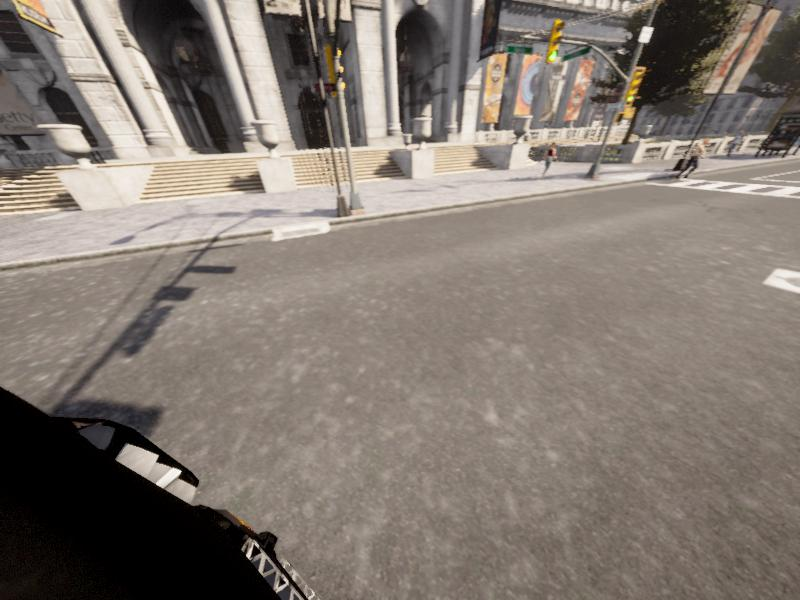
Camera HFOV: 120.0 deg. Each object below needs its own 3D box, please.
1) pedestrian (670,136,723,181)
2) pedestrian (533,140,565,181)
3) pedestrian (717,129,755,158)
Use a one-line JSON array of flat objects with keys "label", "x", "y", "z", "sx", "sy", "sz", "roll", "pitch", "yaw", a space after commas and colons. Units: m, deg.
[{"label": "pedestrian", "x": 14.989, "y": -7.164, "z": 11.750, "sx": 0.751, "sy": 1.860, "sz": 0.751, "roll": -13, "pitch": 35, "yaw": -15}, {"label": "pedestrian", "x": 8.341, "y": -7.818, "z": 12.977, "sx": 0.751, "sy": 1.860, "sz": 0.751, "roll": -16, "pitch": 36, "yaw": -18}, {"label": "pedestrian", "x": 26.946, "y": -12.528, "z": 18.557, "sx": 0.751, "sy": 1.860, "sz": 0.751, "roll": -8, "pitch": 34, "yaw": -7}]
